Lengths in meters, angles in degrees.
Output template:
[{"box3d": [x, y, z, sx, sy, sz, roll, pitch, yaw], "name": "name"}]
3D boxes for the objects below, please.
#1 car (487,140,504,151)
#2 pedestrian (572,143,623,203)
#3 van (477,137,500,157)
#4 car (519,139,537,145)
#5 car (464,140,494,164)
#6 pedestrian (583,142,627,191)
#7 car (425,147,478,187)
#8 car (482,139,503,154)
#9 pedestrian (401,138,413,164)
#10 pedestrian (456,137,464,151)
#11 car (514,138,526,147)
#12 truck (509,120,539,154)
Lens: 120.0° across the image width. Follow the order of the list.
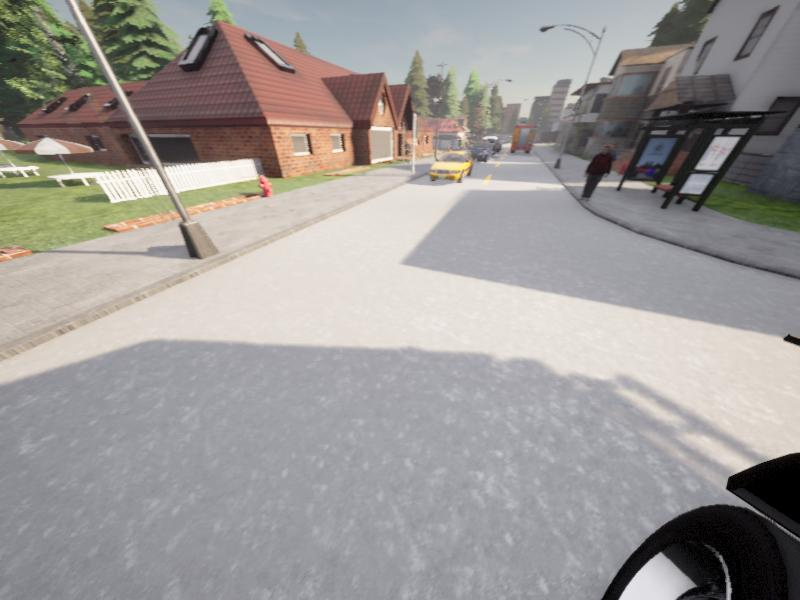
[{"box3d": [16.833, -27.228, 40.638, 2.163, 1.488, 4.792, 14, 38, 18], "name": "car"}, {"box3d": [7.298, -4.712, 8.612, 0.751, 1.860, 0.751, 24, 42, 30], "name": "pedestrian"}, {"box3d": [11.584, -20.088, 30.176, 2.069, 2.038, 4.480, 14, 38, 18], "name": "van"}, {"box3d": [38.817, -47.861, 69.962, 4.181, 1.385, 1.994, 2, 36, 3], "name": "car"}, {"box3d": [7.986, -14.937, 23.183, 2.097, 1.767, 4.553, 14, 38, 18], "name": "car"}, {"box3d": [9.241, -6.070, 10.521, 0.751, 1.860, 0.751, 18, 39, 24], "name": "pedestrian"}, {"box3d": [3.223, -8.165, 13.901, 1.801, 1.575, 5.366, 14, 38, 18], "name": "car"}, {"box3d": [14.236, -23.661, 35.488, 2.242, 1.667, 4.611, 14, 38, 18], "name": "car"}, {"box3d": [0.600, -12.961, 20.126, 0.751, 1.860, 0.751, 19, 40, 24], "name": "pedestrian"}, {"box3d": [9.736, -25.491, 37.643, 0.751, 1.860, 0.751, 17, 39, 22], "name": "pedestrian"}, {"box3d": [27.548, -36.228, 53.096, 1.930, 1.638, 5.238, 14, 38, 18], "name": "car"}, {"box3d": [19.062, -25.217, 35.825, 2.891, 3.827, 8.468, 14, 38, 18], "name": "truck"}]
